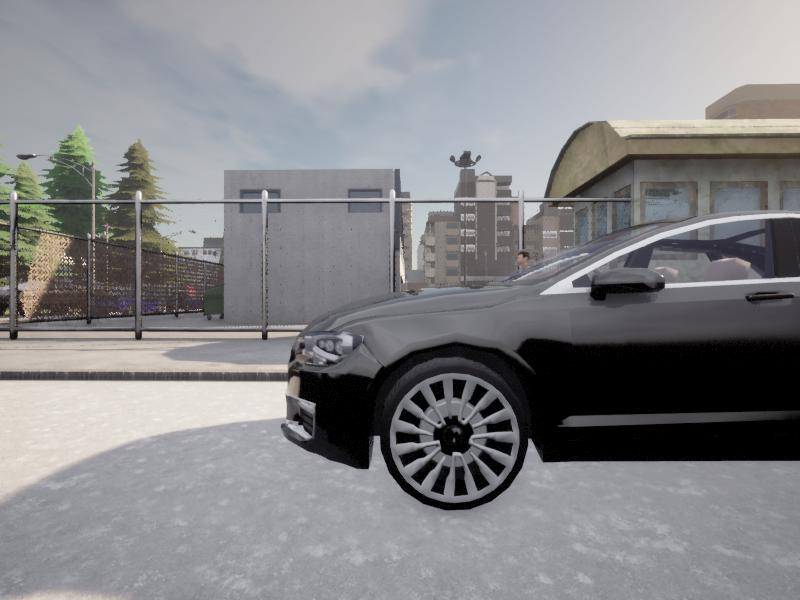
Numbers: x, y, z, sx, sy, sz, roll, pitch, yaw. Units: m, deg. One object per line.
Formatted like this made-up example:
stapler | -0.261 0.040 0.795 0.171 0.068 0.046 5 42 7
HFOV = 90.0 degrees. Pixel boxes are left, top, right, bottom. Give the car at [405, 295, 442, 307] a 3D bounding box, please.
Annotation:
car | 3.273 0.171 56.275 5.238 1.638 1.930 0 0 2

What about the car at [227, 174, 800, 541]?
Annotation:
car | 1.742 0.236 2.706 4.902 1.511 2.128 0 0 1

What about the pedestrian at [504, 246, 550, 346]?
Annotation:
pedestrian | 2.467 -0.067 7.854 0.751 1.860 0.751 0 0 9

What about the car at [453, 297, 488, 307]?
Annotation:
car | 9.808 0.270 56.091 4.674 1.442 1.812 0 0 1

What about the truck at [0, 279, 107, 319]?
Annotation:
truck | -21.160 -0.058 24.045 2.390 2.098 6.274 0 0 1

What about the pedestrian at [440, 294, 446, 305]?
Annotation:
pedestrian | 6.783 -0.067 63.516 0.751 1.860 0.751 0 0 33

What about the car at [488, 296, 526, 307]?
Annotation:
car | 15.966 0.179 59.965 5.027 1.651 2.152 0 0 1
